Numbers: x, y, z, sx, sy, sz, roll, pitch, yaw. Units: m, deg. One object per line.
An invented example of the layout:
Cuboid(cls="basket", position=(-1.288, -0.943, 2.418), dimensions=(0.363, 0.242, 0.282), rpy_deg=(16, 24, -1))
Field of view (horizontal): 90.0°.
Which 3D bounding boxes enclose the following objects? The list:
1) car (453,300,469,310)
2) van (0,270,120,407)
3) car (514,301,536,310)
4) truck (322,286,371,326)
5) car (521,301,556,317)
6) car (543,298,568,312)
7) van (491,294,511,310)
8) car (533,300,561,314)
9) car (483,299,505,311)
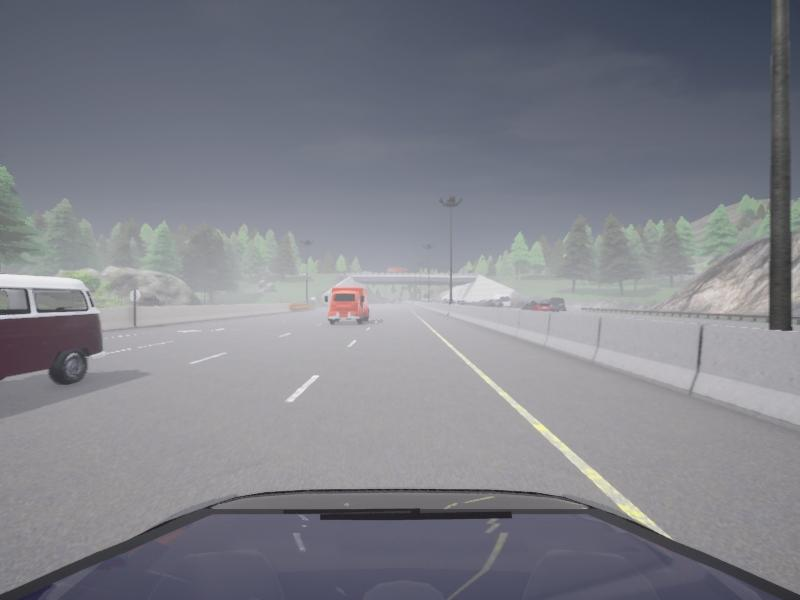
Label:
Cuboid(cls="car", position=(10.501, 0.841, 69.389), dimensions=(2.038, 1.542, 4.974), rpy_deg=(0, 0, 0))
Cuboid(cls="van", position=(-6.989, 0.573, 6.256), dimensions=(2.069, 2.038, 4.480), rpy_deg=(0, 0, 0))
Cuboid(cls="car", position=(21.002, 0.853, 67.387), dimensions=(2.128, 1.511, 4.902), rpy_deg=(0, 0, 0))
Cuboid(cls="truck", position=(-3.497, 0.364, 27.397), dimensions=(2.627, 2.467, 5.204), rpy_deg=(0, 0, 0))
Cuboid(cls="car", position=(14.000, 0.839, 40.845), dimensions=(2.007, 1.525, 4.514), rpy_deg=(0, 0, 0))
Cuboid(cls="car", position=(21.002, 0.661, 54.165), dimensions=(1.905, 1.878, 3.866), rpy_deg=(0, 0, 0))
Cuboid(cls="van", position=(17.505, 0.322, 69.436), dimensions=(1.988, 2.561, 5.915), rpy_deg=(0, 0, 0))
Cuboid(cls="car", position=(17.503, 0.801, 47.808), dimensions=(1.851, 1.617, 3.988), rpy_deg=(0, 0, 0))
Cuboid(cls="car", position=(14.001, 0.709, 59.837), dimensions=(2.097, 1.767, 4.553), rpy_deg=(0, 0, 0))
